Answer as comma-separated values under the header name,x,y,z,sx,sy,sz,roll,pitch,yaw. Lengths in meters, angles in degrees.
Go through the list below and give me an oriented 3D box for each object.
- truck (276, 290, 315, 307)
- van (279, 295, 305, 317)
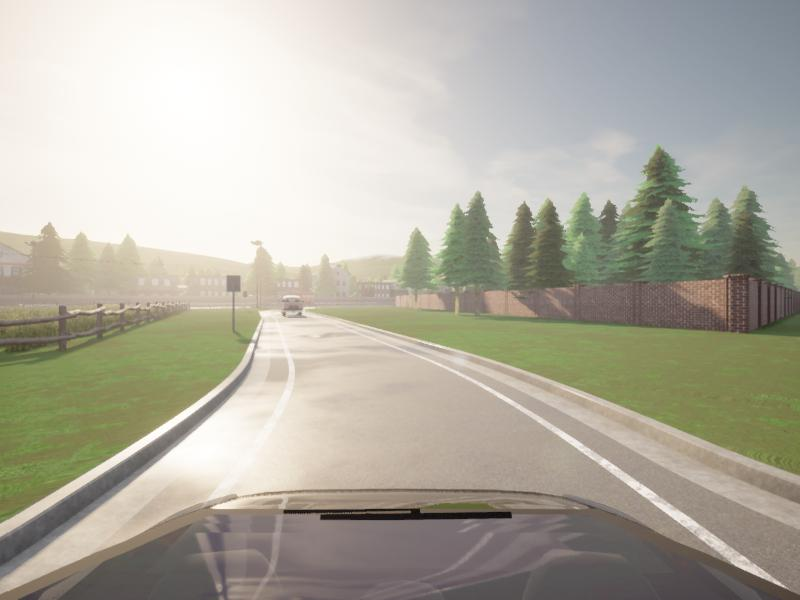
name,x,y,z,sx,sy,sz,roll,pitch,yaw
truck,-24.021,-0.324,92.194,8.468,3.827,2.891,0,0,-43
van,-10.485,0.574,38.733,2.069,2.038,4.480,0,0,-20
